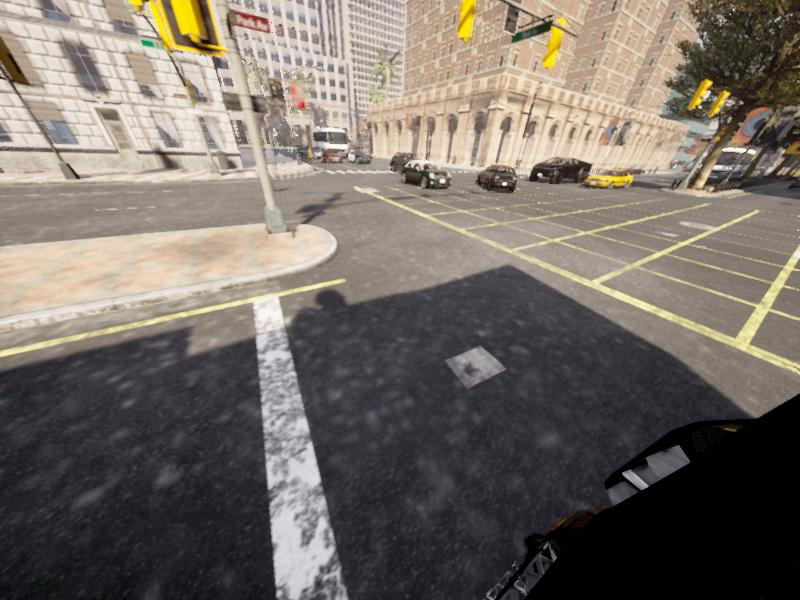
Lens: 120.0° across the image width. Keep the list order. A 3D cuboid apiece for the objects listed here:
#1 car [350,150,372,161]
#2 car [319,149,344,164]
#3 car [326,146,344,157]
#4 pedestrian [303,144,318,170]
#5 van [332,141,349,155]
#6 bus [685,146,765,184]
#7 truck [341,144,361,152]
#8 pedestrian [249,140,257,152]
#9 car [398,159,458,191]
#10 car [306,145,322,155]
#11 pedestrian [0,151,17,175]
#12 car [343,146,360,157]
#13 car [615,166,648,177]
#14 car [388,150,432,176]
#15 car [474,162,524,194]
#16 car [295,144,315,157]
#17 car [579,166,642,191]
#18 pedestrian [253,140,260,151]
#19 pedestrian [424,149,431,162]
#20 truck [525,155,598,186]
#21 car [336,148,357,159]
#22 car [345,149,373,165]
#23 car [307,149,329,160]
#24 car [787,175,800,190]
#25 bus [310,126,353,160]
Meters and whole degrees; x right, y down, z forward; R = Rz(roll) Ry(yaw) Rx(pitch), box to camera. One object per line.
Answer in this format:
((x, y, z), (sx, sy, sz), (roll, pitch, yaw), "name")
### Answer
((-6.570, -24.122, 38.618), (1.895, 1.301, 4.718), (-16, 38, -26), "car")
((-9.188, -19.107, 30.709), (1.812, 1.442, 4.674), (-16, 38, -26), "car")
((-13.790, -31.424, 48.735), (2.152, 1.651, 5.027), (-15, 38, -26), "car")
((-7.539, -12.047, 19.511), (0.751, 1.860, 0.751), (-18, 39, -29), "pedestrian")
((-14.216, -36.137, 54.974), (1.988, 2.561, 5.915), (-16, 38, -26), "van")
((48.063, -20.001, 34.224), (10.273, 4.253, 3.944), (-16, 38, -26), "bus")
((-16.997, -52.776, 80.219), (6.274, 2.098, 2.390), (-16, 38, -26), "truck")
((-27.874, -29.266, 43.788), (0.751, 1.860, 0.751), (-15, 38, -25), "pedestrian")
((1.720, -8.463, 15.534), (1.970, 1.475, 3.806), (-16, 38, -26), "car")
((-18.497, -32.248, 49.676), (2.007, 1.525, 4.514), (-16, 38, -26), "car")
((-19.804, -7.017, 10.917), (0.751, 1.860, 0.751), (-13, 37, -23), "pedestrian")
((-10.626, -32.258, 50.097), (2.097, 1.767, 4.553), (-16, 38, -26), "car")
((35.337, -19.570, 35.196), (4.718, 1.301, 1.895), (-16, 38, -26), "car")
((0.811, -13.334, 22.438), (1.932, 1.855, 4.605), (-16, 38, -26), "car")
((6.827, -8.768, 16.415), (1.816, 1.474, 4.193), (4, 34, 1), "car")
((-17.289, -27.227, 42.075), (2.242, 1.667, 4.611), (-16, 38, -26), "car")
((18.010, -10.442, 19.761), (5.366, 1.575, 1.801), (-16, 38, -26), "car")
((-28.585, -30.804, 46.048), (0.751, 1.860, 0.751), (-15, 38, -25), "pedestrian")
((4.864, -25.948, 41.480), (0.751, 1.860, 0.751), (-16, 38, -26), "pedestrian")
((14.965, -12.029, 21.435), (6.274, 2.098, 2.390), (-16, 38, -26), "truck")
((-10.166, -27.749, 43.700), (2.033, 1.411, 5.357), (-16, 38, -26), "car")
((-5.634, -19.477, 31.481), (2.038, 1.542, 4.974), (-16, 38, -26), "car")
((-12.660, -22.439, 35.580), (1.895, 1.301, 4.718), (-16, 38, -26), "car")
((51.383, -14.763, 29.116), (3.806, 1.475, 1.970), (-16, 38, -26), "car")
((-11.973, -27.037, 39.889), (3.944, 4.253, 10.273), (-16, 38, -26), "bus")
